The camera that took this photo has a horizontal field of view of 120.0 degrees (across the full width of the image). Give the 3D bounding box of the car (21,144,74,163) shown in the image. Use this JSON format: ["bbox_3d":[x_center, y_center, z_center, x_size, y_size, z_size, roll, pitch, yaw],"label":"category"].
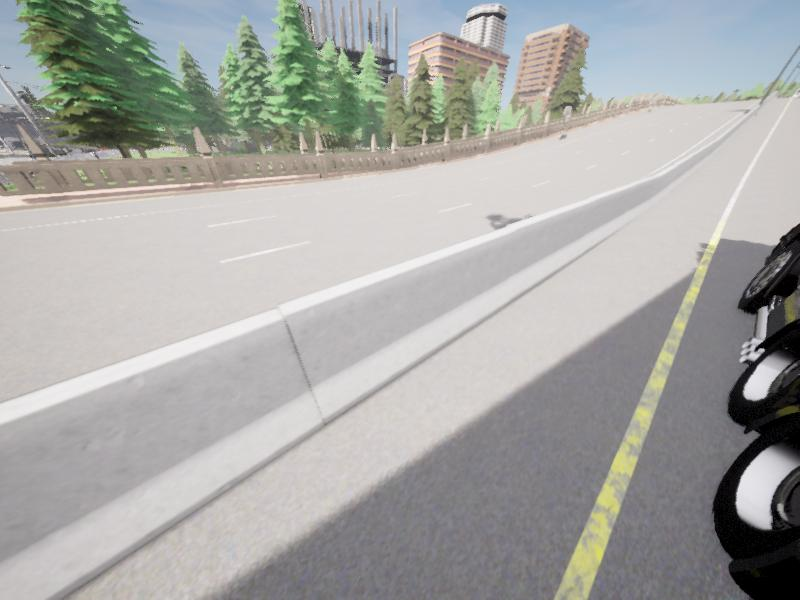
[{"bbox_3d":[-48.824,-20.545,32.236,2.150,2.045,5.566,-23,41,-30],"label":"car"}]

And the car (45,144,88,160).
[{"bbox_3d":[-53.194,-23.852,37.064,2.150,2.045,5.566,-23,41,-30],"label":"car"}]

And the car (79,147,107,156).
[{"bbox_3d":[-61.431,-29.864,46.337,2.163,1.488,4.792,-23,40,-30],"label":"car"}]

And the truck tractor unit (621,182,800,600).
[{"bbox_3d":[4.959,-0.430,0.966,6.516,4.208,3.053,-24,41,-30],"label":"truck tractor unit"}]

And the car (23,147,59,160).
[{"bbox_3d":[-57.402,-23.534,37.027,1.789,1.549,3.705,-23,41,-30],"label":"car"}]

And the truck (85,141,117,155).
[{"bbox_3d":[-65.992,-33.730,51.105,2.627,2.467,5.204,-23,40,-30],"label":"truck"}]

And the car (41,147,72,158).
[{"bbox_3d":[-61.181,-26.364,41.227,1.816,1.474,4.193,-23,40,-30],"label":"car"}]
